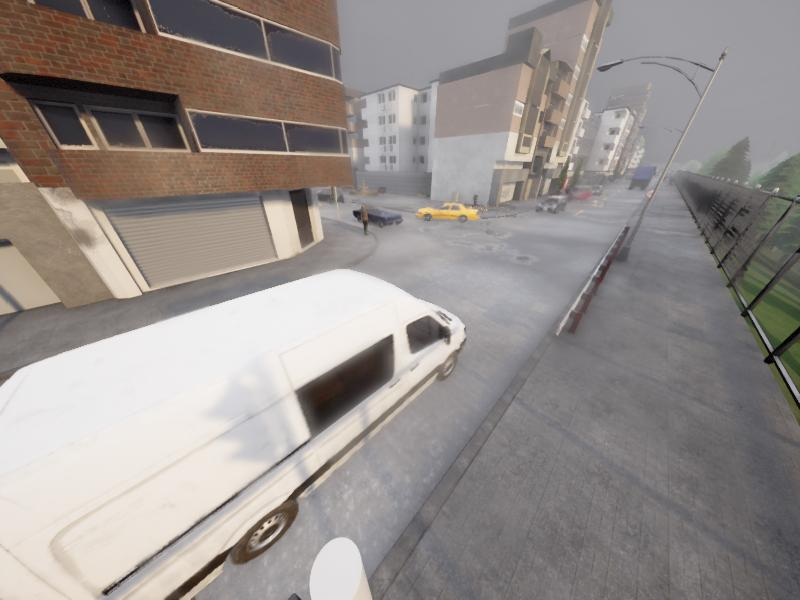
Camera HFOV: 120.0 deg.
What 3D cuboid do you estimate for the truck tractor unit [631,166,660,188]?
[{"bbox_3d":[57.915,-29.171,54.507,6.516,4.208,3.053,-27,40,-38],"label":"truck tractor unit"}]

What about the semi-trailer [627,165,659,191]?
[{"bbox_3d":[52.317,-26.455,49.615,14.254,4.402,2.717,-27,39,-38],"label":"semi-trailer"}]

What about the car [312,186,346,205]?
[{"bbox_3d":[-9.291,-13.676,30.114,4.553,1.767,2.097,27,39,38],"label":"car"}]

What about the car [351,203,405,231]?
[{"bbox_3d":[-1.850,-6.903,18.865,1.895,1.301,4.718,-23,37,-35],"label":"car"}]

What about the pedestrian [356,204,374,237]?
[{"bbox_3d":[-2.244,-5.141,14.973,0.751,1.860,0.751,24,38,36],"label":"pedestrian"}]

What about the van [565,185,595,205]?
[{"bbox_3d":[23.650,-13.899,30.304,4.442,1.987,1.775,-26,39,-38],"label":"van"}]

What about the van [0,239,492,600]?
[{"bbox_3d":[-1.017,0.996,3.908,5.915,2.561,1.988,-27,39,-38],"label":"van"}]

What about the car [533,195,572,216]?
[{"bbox_3d":[15.585,-9.729,23.589,3.806,1.475,1.970,-24,38,-35],"label":"car"}]

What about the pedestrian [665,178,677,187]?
[{"bbox_3d":[59.952,-26.004,51.137,0.751,1.860,0.751,7,31,13],"label":"pedestrian"}]

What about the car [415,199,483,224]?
[{"bbox_3d":[4.096,-7.616,19.824,5.366,1.575,1.801,6,30,11],"label":"car"}]

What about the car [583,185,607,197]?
[{"bbox_3d":[31.171,-17.440,36.944,3.806,1.475,1.970,-27,39,-38],"label":"car"}]
